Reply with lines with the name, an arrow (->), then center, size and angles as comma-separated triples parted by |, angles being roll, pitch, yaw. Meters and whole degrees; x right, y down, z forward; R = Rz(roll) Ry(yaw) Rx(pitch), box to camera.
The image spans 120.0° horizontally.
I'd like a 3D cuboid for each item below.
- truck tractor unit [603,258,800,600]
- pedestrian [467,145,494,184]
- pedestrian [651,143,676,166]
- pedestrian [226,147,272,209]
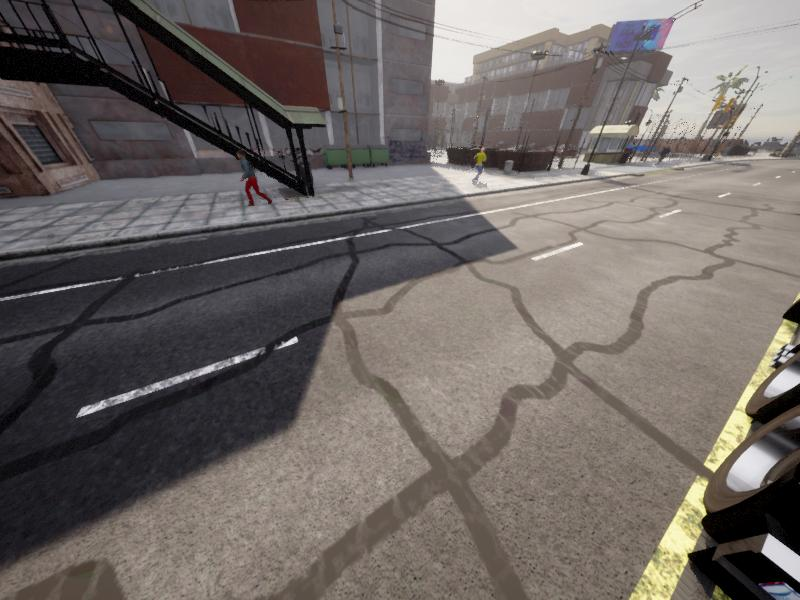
truck tractor unit -> 5.102, -0.309, 0.795 | 6.516, 4.208, 3.053 | -19, 39, -25
pedestrian -> 4.498, -7.625, 13.020 | 0.751, 1.860, 0.751 | -18, 39, -25
pedestrian -> 26.419, -14.573, 23.156 | 0.751, 1.860, 0.751 | -20, 40, -26
pedestrian -> -5.297, -4.313, 8.193 | 0.751, 1.860, 0.751 | -22, 41, -28
